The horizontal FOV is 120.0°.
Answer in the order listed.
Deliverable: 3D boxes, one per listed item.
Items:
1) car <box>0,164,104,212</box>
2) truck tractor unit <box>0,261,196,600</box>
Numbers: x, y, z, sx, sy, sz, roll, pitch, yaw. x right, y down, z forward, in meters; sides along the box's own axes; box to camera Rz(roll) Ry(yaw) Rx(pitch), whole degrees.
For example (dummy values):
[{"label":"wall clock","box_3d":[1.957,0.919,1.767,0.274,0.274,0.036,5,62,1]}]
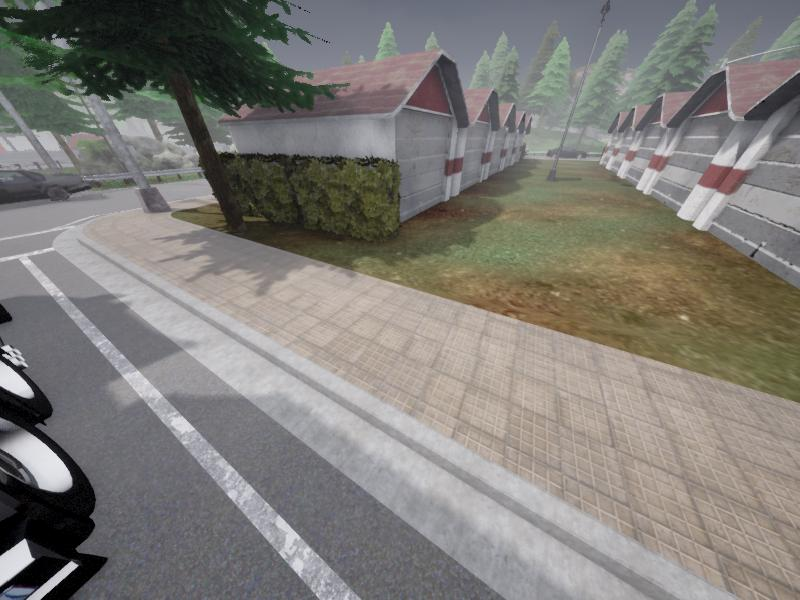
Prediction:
[{"label":"car","box_3d":[-17.214,-4.697,9.779,2.033,1.411,5.357,11,36,15]},{"label":"truck tractor unit","box_3d":[-5.107,-0.305,0.785,6.516,4.208,3.053,19,39,24]}]
